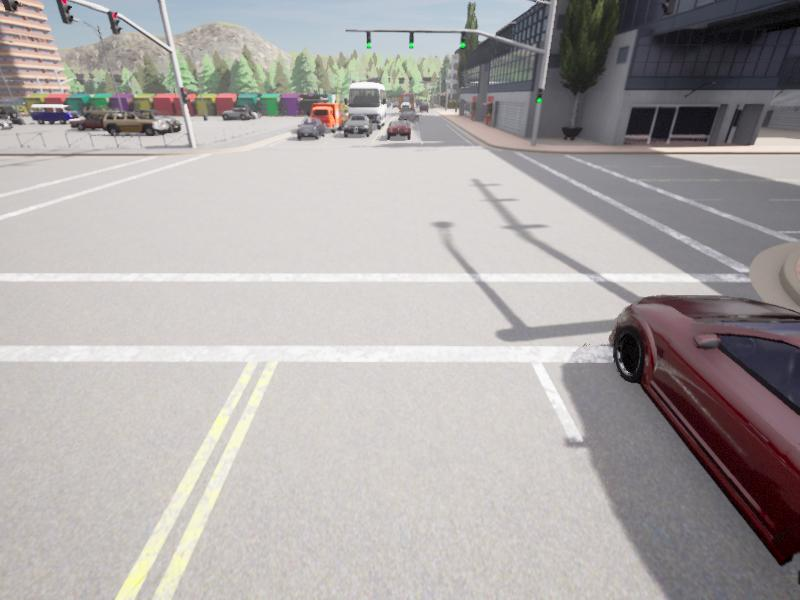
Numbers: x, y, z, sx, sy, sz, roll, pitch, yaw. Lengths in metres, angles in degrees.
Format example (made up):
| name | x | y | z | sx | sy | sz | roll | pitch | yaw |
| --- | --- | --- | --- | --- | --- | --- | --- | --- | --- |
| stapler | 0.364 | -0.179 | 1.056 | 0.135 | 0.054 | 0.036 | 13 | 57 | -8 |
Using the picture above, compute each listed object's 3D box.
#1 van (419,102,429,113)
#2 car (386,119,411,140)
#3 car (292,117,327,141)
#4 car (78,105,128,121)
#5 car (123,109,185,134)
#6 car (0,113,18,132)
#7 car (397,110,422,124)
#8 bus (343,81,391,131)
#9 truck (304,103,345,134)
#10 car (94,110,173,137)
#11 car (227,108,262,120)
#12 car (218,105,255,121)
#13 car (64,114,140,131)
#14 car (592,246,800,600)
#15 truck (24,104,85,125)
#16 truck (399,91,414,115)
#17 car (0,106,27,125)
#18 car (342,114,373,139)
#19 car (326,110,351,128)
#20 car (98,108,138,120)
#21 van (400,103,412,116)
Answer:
| name | x | y | z | sx | sy | sz | roll | pitch | yaw |
| --- | --- | --- | --- | --- | --- | --- | --- | --- | --- |
| van | 4.944 | -39.875 | 82.775 | 1.775 | 1.987 | 4.442 | 1 | 27 | 1 |
| car | -0.070 | -14.063 | 32.877 | 1.895 | 1.301 | 4.718 | 1 | 27 | 1 |
| car | -7.074 | -13.618 | 31.747 | 1.845 | 1.501 | 3.633 | 0 | 27 | 1 |
| car | -38.859 | -24.504 | 52.393 | 4.605 | 1.855 | 1.932 | 0 | 27 | 0 |
| car | -21.344 | -15.587 | 34.894 | 3.866 | 1.878 | 1.905 | 0 | 27 | 0 |
| car | -38.805 | -16.617 | 37.447 | 3.806 | 1.475 | 1.970 | 0 | 27 | 0 |
| car | 1.274 | -23.336 | 50.968 | 2.033 | 1.411 | 5.357 | 6 | 28 | 12 |
| bus | -3.177 | -20.600 | 42.452 | 3.944 | 4.253 | 10.273 | 1 | 27 | 1 |
| truck | -6.956 | -17.122 | 37.589 | 2.627 | 2.467 | 5.204 | 1 | 27 | 1 |
| car | -21.404 | -14.276 | 32.314 | 4.605 | 1.855 | 1.932 | 0 | 27 | 0 |
| car | -21.322 | -25.596 | 55.067 | 3.806 | 1.475 | 1.970 | 0 | 27 | 0 |
| car | -21.339 | -24.495 | 52.379 | 3.866 | 1.878 | 1.905 | 0 | 27 | 0 |
| car | -27.779 | -16.618 | 37.432 | 5.357 | 1.415 | 2.033 | 0 | 27 | 0 |
| car | 3.623 | 0.909 | 3.407 | 1.994 | 1.385 | 4.181 | 1 | 27 | 2 |
| truck | -38.820 | -20.858 | 45.028 | 4.478 | 2.038 | 2.069 | 0 | 27 | 0 |
| truck | 1.293 | -38.144 | 77.348 | 2.891 | 3.827 | 8.468 | 1 | 27 | 1 |
| car | -45.199 | -20.773 | 45.078 | 3.866 | 1.878 | 1.905 | 0 | 27 | 0 |
| car | -3.548 | -14.959 | 34.277 | 2.152 | 1.651 | 5.027 | 0 | 27 | 0 |
| car | -6.758 | -20.105 | 44.424 | 1.801 | 1.575 | 5.366 | 1 | 27 | 1 |
| car | -38.789 | -25.631 | 55.070 | 3.905 | 1.438 | 1.784 | 0 | 27 | 0 |
| van | 1.027 | -32.970 | 69.172 | 2.069 | 2.038 | 4.480 | 1 | 27 | 1 |
